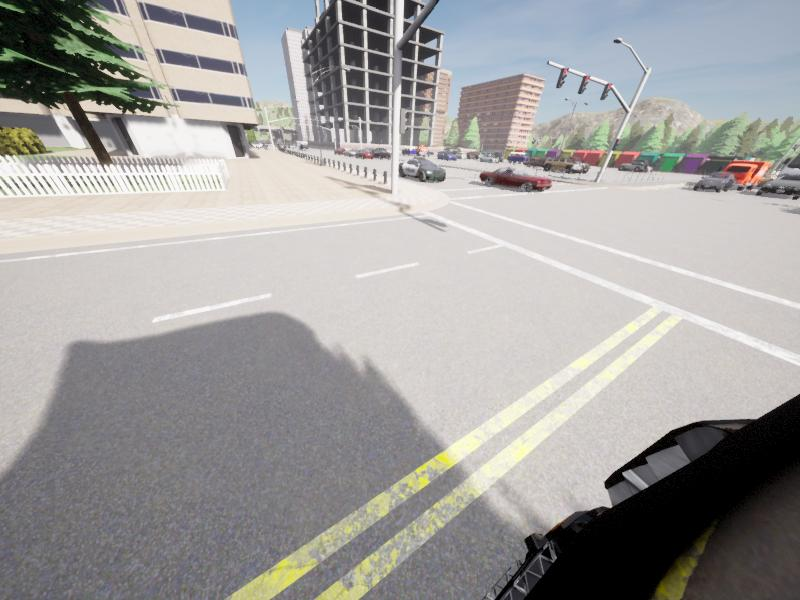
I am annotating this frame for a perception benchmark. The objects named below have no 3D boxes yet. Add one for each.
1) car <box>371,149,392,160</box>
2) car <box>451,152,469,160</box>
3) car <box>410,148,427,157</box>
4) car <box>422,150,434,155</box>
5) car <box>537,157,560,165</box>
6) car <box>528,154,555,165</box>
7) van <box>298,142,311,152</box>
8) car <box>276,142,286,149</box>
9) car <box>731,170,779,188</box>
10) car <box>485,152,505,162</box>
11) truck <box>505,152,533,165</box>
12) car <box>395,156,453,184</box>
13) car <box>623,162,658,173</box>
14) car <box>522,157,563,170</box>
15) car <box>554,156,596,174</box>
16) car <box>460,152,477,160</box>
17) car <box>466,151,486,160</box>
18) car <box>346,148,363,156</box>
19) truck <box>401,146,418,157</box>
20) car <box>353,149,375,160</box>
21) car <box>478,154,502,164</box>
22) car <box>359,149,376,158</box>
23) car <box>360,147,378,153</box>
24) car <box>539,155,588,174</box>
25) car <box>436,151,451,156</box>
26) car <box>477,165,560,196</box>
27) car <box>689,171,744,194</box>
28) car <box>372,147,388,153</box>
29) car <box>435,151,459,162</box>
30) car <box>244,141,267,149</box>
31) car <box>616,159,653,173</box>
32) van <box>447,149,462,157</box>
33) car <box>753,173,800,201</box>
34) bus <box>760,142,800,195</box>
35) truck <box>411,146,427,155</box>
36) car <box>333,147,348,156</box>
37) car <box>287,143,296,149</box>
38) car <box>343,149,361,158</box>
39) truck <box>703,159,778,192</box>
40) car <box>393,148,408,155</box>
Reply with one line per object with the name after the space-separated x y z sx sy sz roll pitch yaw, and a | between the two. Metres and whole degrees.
-3.571 -27.320 43.399 1.882 1.535 5.008 -16 38 -26 | car
15.298 -36.867 59.061 1.970 1.475 3.806 -16 38 -26 | car
4.720 -38.184 59.796 1.932 1.855 4.605 -16 38 -26 | car
10.138 -53.753 84.266 3.806 1.475 1.970 -16 38 -26 | car
34.959 -32.841 54.450 1.784 1.438 3.905 -16 38 -26 | car
32.427 -32.337 53.116 1.932 1.855 4.605 -16 38 -26 | car
-26.542 -42.555 64.121 2.069 2.038 4.480 -16 38 -26 | van
-39.398 -51.250 76.574 2.033 1.649 4.856 -16 38 -26 | car
41.330 -14.088 26.882 5.366 1.575 1.801 -15 37 -25 | car
22.153 -33.458 54.023 1.905 1.878 3.866 -16 38 -26 | car
25.344 -30.369 49.442 2.069 2.038 4.478 -16 38 -26 | truck
1.726 -10.477 18.460 2.038 1.542 4.974 -15 38 -25 | car
43.680 -24.135 42.071 1.970 1.475 3.806 -16 38 -26 | car
23.336 -22.468 37.992 2.033 1.415 5.357 -16 38 -26 | car
24.204 -18.792 32.105 1.905 1.878 3.866 -16 38 -26 | car
17.807 -37.603 60.305 1.784 1.438 3.905 -16 38 -26 | car
20.114 -38.462 61.394 1.932 1.855 4.605 -16 38 -26 | car
-10.463 -34.079 53.175 2.033 1.411 5.357 -16 38 -26 | car
2.252 -37.517 58.432 2.069 2.038 4.478 -16 38 -26 | truck
-6.504 -26.338 41.747 2.163 1.488 4.792 -16 38 -26 | car
17.831 -27.942 45.822 1.970 1.475 3.806 -16 38 -26 | car
-6.825 -30.494 48.012 1.812 1.442 4.674 -16 38 -26 | car
-10.340 -50.129 77.149 5.357 1.411 2.033 -16 38 -26 | car
21.671 -18.111 30.881 1.932 1.855 4.605 -16 38 -26 | car
15.899 -53.194 83.818 4.902 1.511 2.128 -16 38 -26 | car
7.943 -8.410 16.037 1.895 1.301 4.718 -19 39 -29 | car
28.131 -10.521 20.548 3.633 1.501 1.845 -15 38 -25 | car
-6.629 -49.067 75.588 4.892 1.490 1.837 -16 38 -26 | car
9.754 -29.821 47.901 2.242 1.667 4.611 -16 38 -26 | car
-38.929 -41.726 62.226 4.974 1.542 2.038 -16 38 -26 | car
41.178 -23.628 40.684 1.905 1.878 3.866 -16 38 -26 | car
19.383 -52.198 82.052 4.480 2.038 2.069 -16 38 -26 | van
32.372 -9.514 19.274 5.027 1.651 2.152 -16 38 -26 | car
42.423 -13.197 23.203 10.273 4.253 3.944 -15 38 -24 | bus
7.197 -55.592 85.830 5.204 2.467 2.627 -16 38 -26 | truck
-13.199 -32.942 51.209 1.812 1.442 4.674 -16 38 -26 | car
-37.254 -52.932 79.377 1.851 1.617 3.988 -16 38 -26 | car
-9.701 -29.423 46.314 1.895 1.301 4.718 -16 38 -26 | car
34.087 -12.529 23.176 5.204 2.467 2.627 -15 38 -25 | truck
0.122 -50.920 79.105 4.611 1.667 2.242 -16 38 -26 | car
